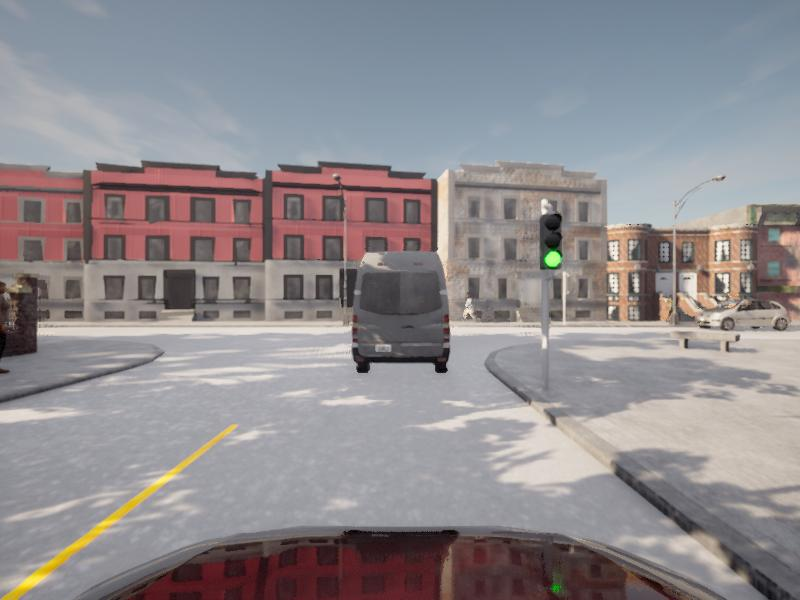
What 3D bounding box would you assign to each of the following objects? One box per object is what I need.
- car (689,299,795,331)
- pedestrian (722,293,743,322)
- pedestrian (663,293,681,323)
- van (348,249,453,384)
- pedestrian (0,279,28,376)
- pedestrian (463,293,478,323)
[{"bbox_3d":[17.838,0.766,20.995,3.988,1.617,1.851,0,0,0],"label":"car"},{"bbox_3d":[21.539,0.506,25.933,0.751,1.860,0.751,0,0,-1],"label":"pedestrian"},{"bbox_3d":[17.609,0.505,25.930,0.751,1.860,0.751,0,0,11],"label":"pedestrian"},{"bbox_3d":[0.111,0.311,10.558,1.988,2.561,5.915,0,0,2],"label":"van"},{"bbox_3d":[-7.971,0.526,7.968,0.751,1.860,0.751,0,0,42],"label":"pedestrian"},{"bbox_3d":[4.434,0.506,25.352,0.751,1.860,0.751,0,0,-6],"label":"pedestrian"}]
